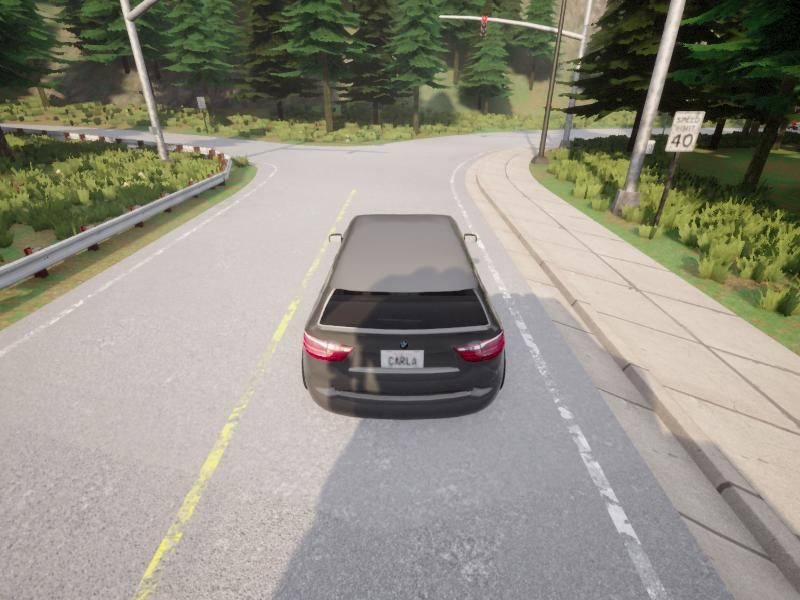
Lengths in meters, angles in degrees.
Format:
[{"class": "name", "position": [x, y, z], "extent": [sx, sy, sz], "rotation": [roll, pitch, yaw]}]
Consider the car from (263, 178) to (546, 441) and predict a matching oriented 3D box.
[{"class": "car", "position": [0.043, -0.414, 5.591], "extent": [2.242, 1.667, 4.611], "rotation": [0, 27, 0]}]
